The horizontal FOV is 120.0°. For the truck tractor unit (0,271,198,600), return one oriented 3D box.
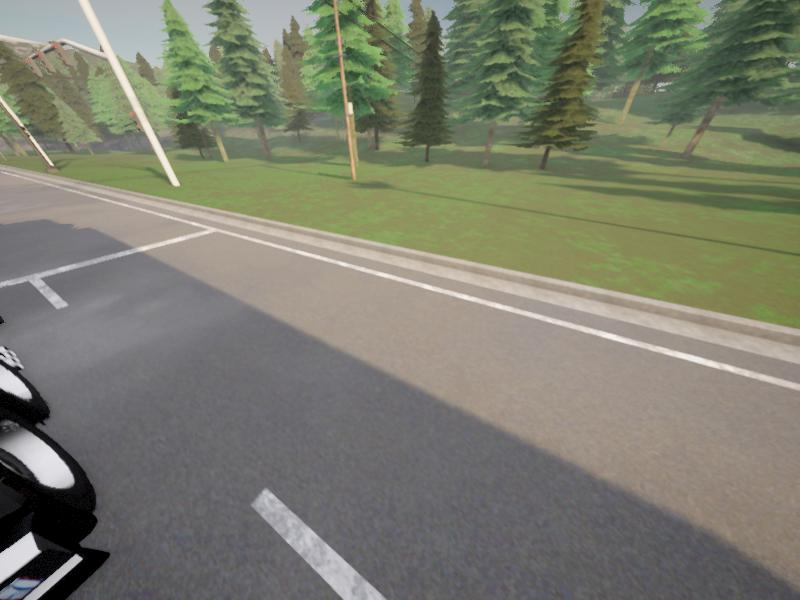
[{"bbox_3d":[-5.122,-0.290,0.764,6.516,4.208,3.053,18,39,24],"label":"truck tractor unit"}]
